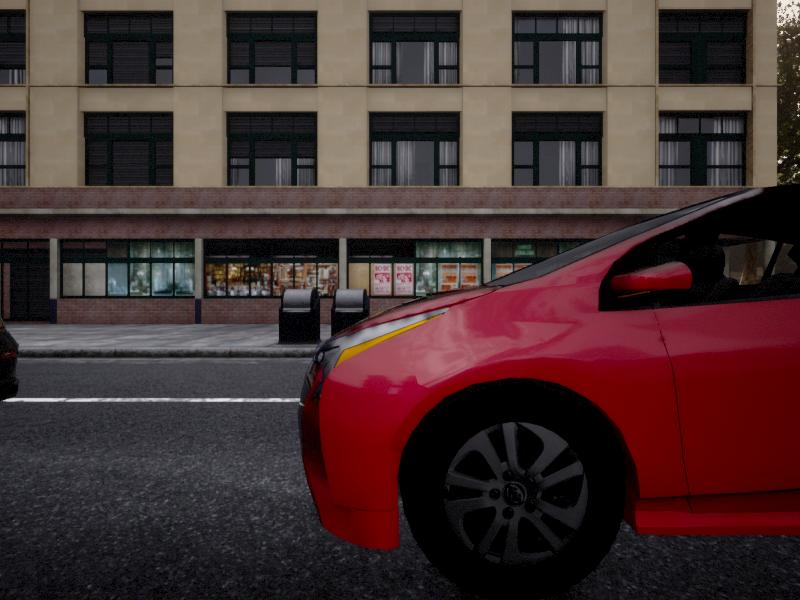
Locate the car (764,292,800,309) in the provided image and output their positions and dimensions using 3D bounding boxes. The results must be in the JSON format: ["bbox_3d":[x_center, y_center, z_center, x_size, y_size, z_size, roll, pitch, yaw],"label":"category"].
[{"bbox_3d":[42.436,0.046,43.539,3.866,1.878,1.905,0,0,-1],"label":"car"}]

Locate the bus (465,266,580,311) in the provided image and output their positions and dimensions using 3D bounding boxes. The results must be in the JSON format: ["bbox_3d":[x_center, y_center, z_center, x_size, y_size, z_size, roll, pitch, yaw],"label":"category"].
[{"bbox_3d":[12.046,-1.136,40.262,10.273,4.253,3.944,0,0,0],"label":"bus"}]

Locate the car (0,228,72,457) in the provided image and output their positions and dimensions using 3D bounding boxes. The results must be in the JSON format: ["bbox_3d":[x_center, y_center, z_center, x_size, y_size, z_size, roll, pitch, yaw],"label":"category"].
[{"bbox_3d":[-4.859,0.270,2.172,4.674,1.442,1.812,0,0,0],"label":"car"}]

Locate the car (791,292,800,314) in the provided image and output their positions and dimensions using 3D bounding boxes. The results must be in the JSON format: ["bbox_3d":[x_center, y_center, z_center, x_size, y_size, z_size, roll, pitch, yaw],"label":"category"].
[{"bbox_3d":[29.894,0.201,26.977,1.801,1.575,5.366,0,0,-1],"label":"car"}]

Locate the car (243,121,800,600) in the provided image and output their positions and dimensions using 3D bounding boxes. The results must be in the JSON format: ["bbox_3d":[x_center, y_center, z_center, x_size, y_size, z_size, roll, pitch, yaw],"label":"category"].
[{"bbox_3d":[1.791,0.228,2.195,4.514,1.525,2.007,0,0,0],"label":"car"}]
